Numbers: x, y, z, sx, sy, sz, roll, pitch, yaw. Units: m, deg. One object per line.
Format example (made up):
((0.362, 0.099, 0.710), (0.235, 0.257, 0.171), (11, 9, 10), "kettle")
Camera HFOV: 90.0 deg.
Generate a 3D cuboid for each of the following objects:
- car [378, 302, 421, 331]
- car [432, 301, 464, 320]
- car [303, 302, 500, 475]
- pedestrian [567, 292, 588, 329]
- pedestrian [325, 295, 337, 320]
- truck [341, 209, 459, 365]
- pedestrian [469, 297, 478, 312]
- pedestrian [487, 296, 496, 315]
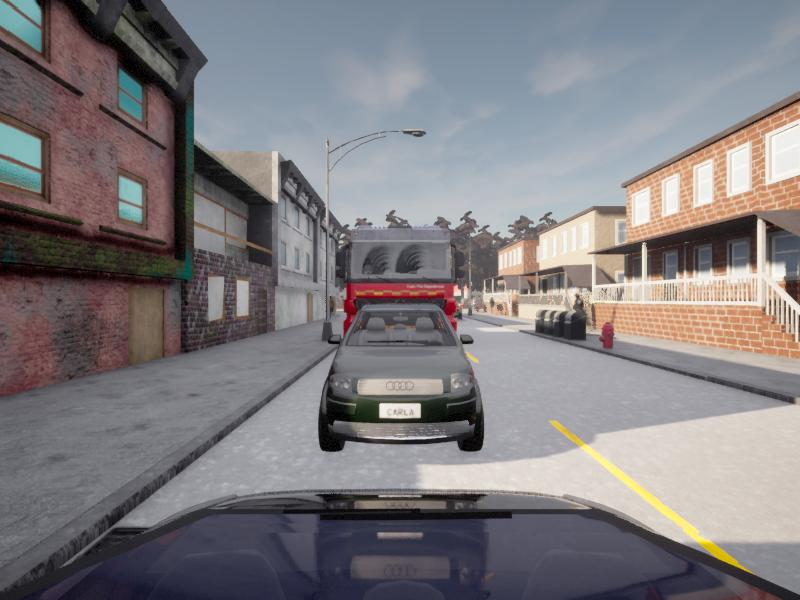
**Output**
((-0.021, 0.851, 22.747), (2.163, 1.488, 4.792), (0, 0, 0), "car")
((3.961, 0.826, 33.634), (2.038, 1.542, 4.974), (0, 0, 0), "car")
((0.007, 0.815, 5.489), (1.789, 1.549, 3.705), (0, 0, 0), "car")
((9.041, 0.533, 20.406), (0.751, 1.860, 0.751), (0, 0, -2), "pedestrian")
((-5.094, 0.533, 29.610), (0.751, 1.860, 0.751), (0, 0, 1), "pedestrian")
((-0.010, -0.321, 14.022), (2.891, 3.827, 8.468), (0, 0, 0), "truck")
((8.723, 0.525, 47.447), (0.751, 1.860, 0.751), (0, 0, -17), "pedestrian")
((9.264, 0.533, 40.526), (0.751, 1.860, 0.751), (0, 0, 1), "pedestrian")
